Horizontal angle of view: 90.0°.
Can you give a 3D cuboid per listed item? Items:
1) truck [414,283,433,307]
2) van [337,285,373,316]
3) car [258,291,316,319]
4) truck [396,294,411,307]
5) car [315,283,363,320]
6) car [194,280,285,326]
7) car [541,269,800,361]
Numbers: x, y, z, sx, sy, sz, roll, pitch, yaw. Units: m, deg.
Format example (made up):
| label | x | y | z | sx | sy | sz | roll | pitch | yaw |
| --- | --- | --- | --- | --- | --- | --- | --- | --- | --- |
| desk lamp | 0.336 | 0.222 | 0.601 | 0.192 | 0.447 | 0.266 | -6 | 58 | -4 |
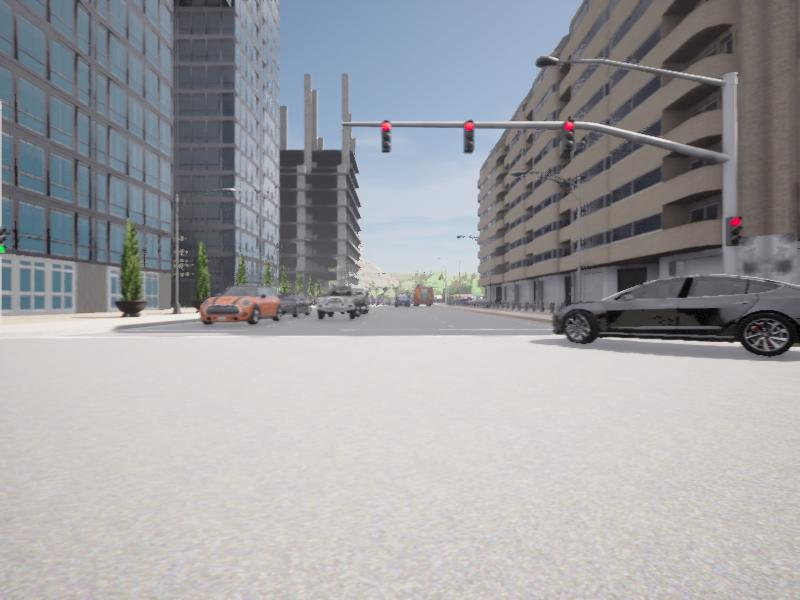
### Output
| label | x | y | z | sx | sy | sz | roll | pitch | yaw |
| --- | --- | --- | --- | --- | --- | --- | --- | --- | --- |
| truck | 3.984 | -0.772 | 69.624 | 2.891 | 3.827 | 8.468 | 0 | 0 | 0 |
| van | -3.190 | 0.028 | 29.010 | 2.069 | 2.038 | 4.480 | 0 | 0 | 0 |
| car | -6.718 | 0.289 | 24.485 | 2.128 | 1.511 | 4.902 | 0 | 0 | 0 |
| truck | 0.520 | 0.090 | 66.340 | 2.390 | 2.098 | 6.274 | 0 | 0 | 0 |
| car | -3.232 | 0.091 | 22.221 | 1.932 | 1.855 | 4.605 | 0 | 0 | 0 |
| car | -6.777 | 0.129 | 17.535 | 2.097 | 1.767 | 4.553 | 0 | 0 | 1 |
| car | 5.755 | 0.237 | 8.453 | 4.792 | 1.488 | 2.163 | 0 | 0 | 40 |
